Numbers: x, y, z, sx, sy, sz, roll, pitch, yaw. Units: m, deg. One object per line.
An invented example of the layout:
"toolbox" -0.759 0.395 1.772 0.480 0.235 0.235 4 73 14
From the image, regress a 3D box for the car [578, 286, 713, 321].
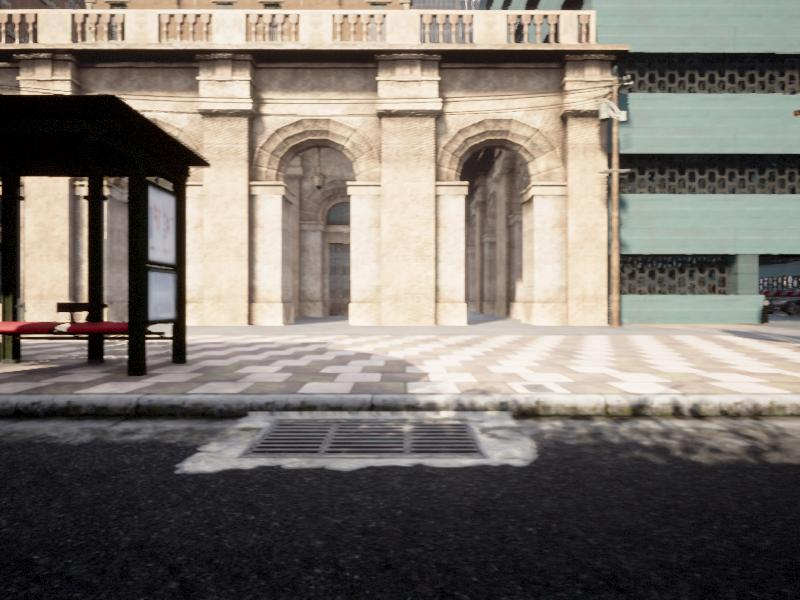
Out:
"car" 10.879 0.156 18.017 4.786 1.482 2.161 0 0 0

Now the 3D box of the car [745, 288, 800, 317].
"car" 22.465 0.116 22.150 4.902 1.511 2.128 0 0 0
